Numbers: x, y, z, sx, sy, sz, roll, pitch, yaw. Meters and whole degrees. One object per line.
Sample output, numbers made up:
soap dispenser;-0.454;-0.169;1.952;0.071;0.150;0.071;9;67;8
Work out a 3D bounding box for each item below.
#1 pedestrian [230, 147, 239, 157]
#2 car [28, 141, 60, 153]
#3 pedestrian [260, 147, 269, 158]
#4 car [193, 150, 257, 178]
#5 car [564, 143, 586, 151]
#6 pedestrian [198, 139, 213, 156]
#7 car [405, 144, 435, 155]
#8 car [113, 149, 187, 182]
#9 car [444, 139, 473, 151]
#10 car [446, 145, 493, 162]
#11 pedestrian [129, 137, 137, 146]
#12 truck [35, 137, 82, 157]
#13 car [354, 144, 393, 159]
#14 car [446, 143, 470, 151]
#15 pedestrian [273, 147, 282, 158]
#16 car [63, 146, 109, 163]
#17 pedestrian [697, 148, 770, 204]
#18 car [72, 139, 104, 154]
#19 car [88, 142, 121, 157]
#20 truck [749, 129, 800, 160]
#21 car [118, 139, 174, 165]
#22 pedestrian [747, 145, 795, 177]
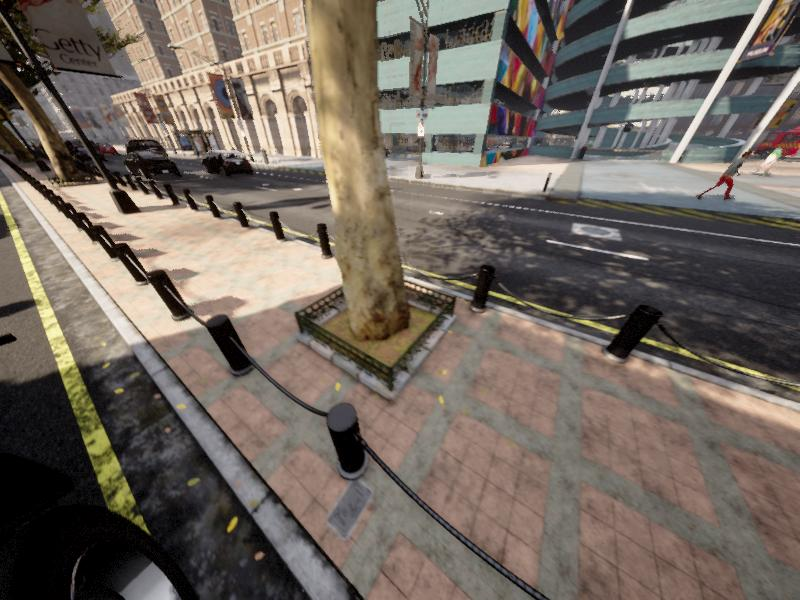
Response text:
pedestrian;-21.308;-19.087;29.746;0.500;1.100;0.500;18;39;23
car;-62.185;-26.728;40.319;5.027;1.651;2.152;21;40;27
pedestrian;-16.767;-18.238;28.582;0.500;1.100;0.500;20;39;25
car;-12.570;-9.881;16.655;3.806;1.475;1.970;21;40;27
car;42.507;-37.143;56.177;3.705;1.549;1.789;27;43;32
pedestrian;-26.676;-20.928;31.656;0.751;1.860;0.751;25;42;31
car;3.295;-25.071;38.474;4.718;1.301;1.895;21;40;27
car;-16.795;-9.116;15.502;4.892;1.490;1.837;22;40;27
car;12.888;-34.454;51.242;5.566;2.045;2.435;21;40;27
car;8.426;-17.994;28.253;4.902;1.511;2.128;21;40;27
pedestrian;-74.246;-44.082;64.243;0.751;1.860;0.751;27;43;32
truck;-47.239;-21.222;31.945;6.274;2.098;2.390;21;40;27
car;-3.498;-19.753;30.707;4.786;1.482;2.161;21;40;27
car;12.837;-34.151;51.493;4.514;1.523;2.007;21;40;27
pedestrian;-15.218;-18.257;28.627;0.500;1.100;0.500;11;36;14
car;-33.672;-15.638;24.750;4.181;1.385;1.994;21;40;27
pedestrian;13.228;-4.959;9.260;0.751;1.860;0.751;23;41;29
car;-49.549;-24.441;36.726;3.866;1.878;1.905;21;40;27
car;-41.226;-21.070;32.273;3.705;1.549;1.789;21;40;27
truck;61.484;-23.659;35.128;2.891;3.827;8.468;-1;35;-2
car;-26.489;-15.537;24.092;5.566;2.045;2.150;21;40;27
pedestrian;25.898;-9.699;16.180;0.751;1.860;0.751;14;37;18
